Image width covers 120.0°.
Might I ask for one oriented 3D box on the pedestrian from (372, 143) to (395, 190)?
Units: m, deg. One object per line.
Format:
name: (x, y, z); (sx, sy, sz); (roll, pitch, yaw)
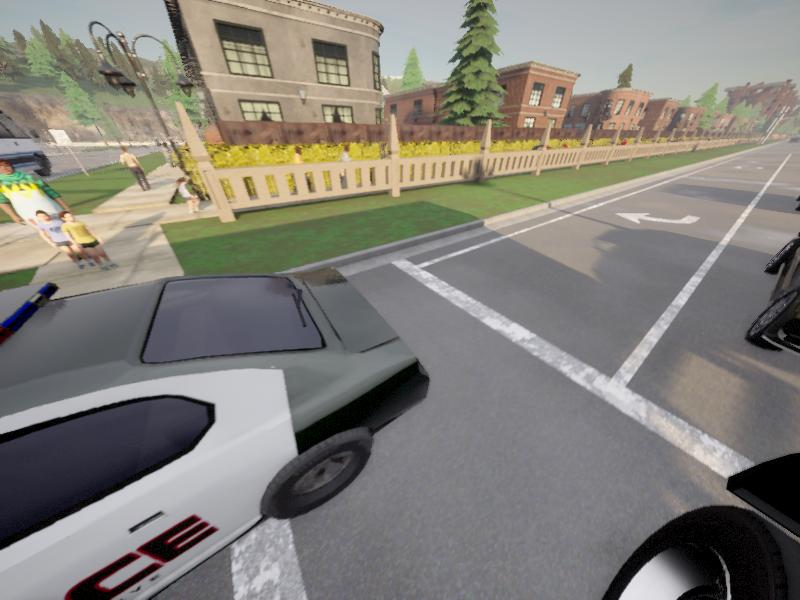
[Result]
pedestrian: (-0.754, -6.375, 11.027); (0.751, 1.860, 0.751); (-22, 41, -28)

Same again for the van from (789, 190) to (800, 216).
van: (15.689, -4.064, 7.812); (4.442, 1.987, 1.775); (-22, 41, -28)

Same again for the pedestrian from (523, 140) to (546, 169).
pedestrian: (10.369, -11.234, 17.819); (0.751, 1.860, 0.751); (-19, 39, -25)

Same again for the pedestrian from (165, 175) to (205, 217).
pedestrian: (-6.911, -3.351, 7.452); (0.500, 1.100, 0.500); (-29, 44, -34)

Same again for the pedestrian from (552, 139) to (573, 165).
pedestrian: (14.327, -13.073, 20.393); (0.751, 1.860, 0.751); (-21, 40, -26)

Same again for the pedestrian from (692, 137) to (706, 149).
pedestrian: (53.912, -28.332, 41.684); (0.751, 1.860, 0.751); (-22, 41, -27)

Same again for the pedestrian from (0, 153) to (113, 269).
pedestrian: (-6.748, -1.656, 4.389); (0.751, 1.860, 0.751); (21, 41, 27)

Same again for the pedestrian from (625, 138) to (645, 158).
pedestrian: (26.820, -17.371, 26.379); (0.751, 1.860, 0.751); (-23, 41, -28)

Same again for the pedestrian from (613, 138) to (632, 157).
pedestrian: (26.174, -17.922, 27.165); (0.751, 1.860, 0.751); (-22, 41, -28)

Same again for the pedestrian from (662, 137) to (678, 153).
pedestrian: (39.764, -22.828, 34.004); (0.751, 1.860, 0.751); (-26, 43, -32)

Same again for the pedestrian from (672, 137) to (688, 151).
pedestrian: (44.433, -24.761, 36.703); (0.751, 1.860, 0.751); (-24, 42, -30)

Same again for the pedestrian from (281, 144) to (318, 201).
pedestrian: (-3.920, -5.008, 9.116); (0.751, 1.860, 0.751); (-22, 41, -28)

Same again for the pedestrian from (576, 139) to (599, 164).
pedestrian: (16.799, -13.318, 20.719); (0.751, 1.860, 0.751); (-23, 41, -28)

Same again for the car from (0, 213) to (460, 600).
car: (-2.297, 0.914, 1.301); (4.974, 1.542, 2.038); (-21, 40, -27)

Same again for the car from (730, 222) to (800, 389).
car: (6.742, -0.267, 2.820); (5.027, 1.651, 2.152); (-22, 41, -28)

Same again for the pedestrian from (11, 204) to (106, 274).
pedestrian: (-6.269, -1.132, 4.302); (0.500, 1.100, 0.500); (25, 42, 31)

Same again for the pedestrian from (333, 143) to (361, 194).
pedestrian: (-2.315, -5.805, 10.233); (0.751, 1.860, 0.751); (-23, 41, -28)

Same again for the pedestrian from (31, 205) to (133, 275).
pedestrian: (-5.736, -1.091, 4.239); (0.500, 1.100, 0.500); (9, 36, 13)

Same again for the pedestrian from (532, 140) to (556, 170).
pedestrian: (10.804, -10.890, 17.329); (0.751, 1.860, 0.751); (-22, 41, -28)

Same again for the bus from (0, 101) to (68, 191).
bus: (-25.103, -8.618, 12.646); (3.944, 4.253, 10.273); (-21, 40, -26)

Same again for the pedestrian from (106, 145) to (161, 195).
pedestrian: (-11.768, -5.797, 10.301); (0.751, 1.860, 0.751); (-22, 40, -27)
